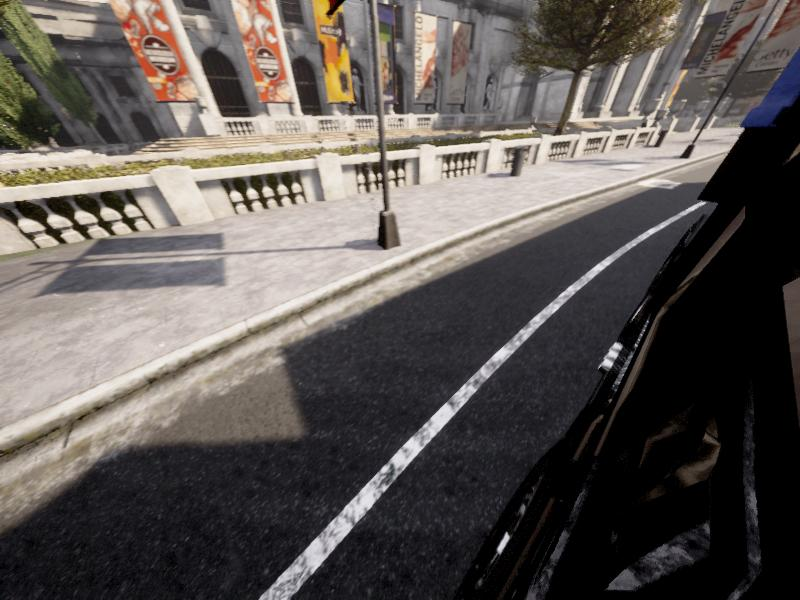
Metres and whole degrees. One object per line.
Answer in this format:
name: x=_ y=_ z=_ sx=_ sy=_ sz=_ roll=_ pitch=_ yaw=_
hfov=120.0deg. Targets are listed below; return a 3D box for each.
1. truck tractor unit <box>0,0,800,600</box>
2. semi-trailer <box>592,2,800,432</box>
truck tractor unit: x=2.645 y=-0.295 z=0.351 sx=6.516 sy=4.208 sz=3.053 roll=-28 pitch=44 yaw=-30
semi-trailer: x=9.037 y=-3.335 z=3.886 sx=14.254 sy=4.402 sz=2.717 roll=-24 pitch=42 yaw=-26
